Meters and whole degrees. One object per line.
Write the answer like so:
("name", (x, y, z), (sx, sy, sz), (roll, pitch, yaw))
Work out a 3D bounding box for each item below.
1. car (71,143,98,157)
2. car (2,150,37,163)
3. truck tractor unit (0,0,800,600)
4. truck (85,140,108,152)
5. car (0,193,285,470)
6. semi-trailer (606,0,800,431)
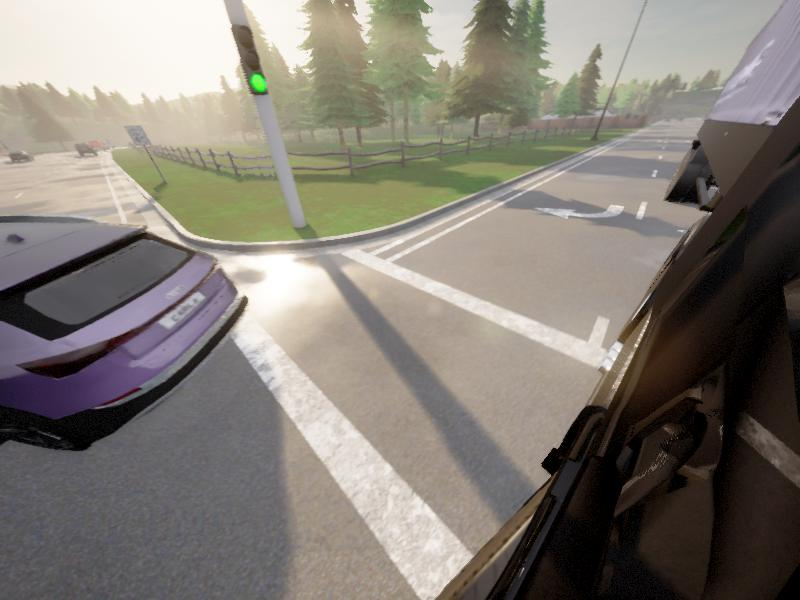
("car", (-59.850, -28.591, 43.944), (5.566, 2.045, 2.150), (28, 47, 35))
("car", (-60.391, -22.884, 36.774), (4.892, 1.490, 1.837), (28, 47, 35))
("truck tractor unit", (2.645, -0.295, 0.351), (6.516, 4.208, 3.053), (-28, 44, -30))
("truck", (-85.923, -43.770, 65.529), (2.627, 2.467, 5.204), (-28, 44, -30))
("car", (-4.264, 0.138, 2.363), (4.856, 1.649, 2.033), (0, 39, 4))
("semi-trailer", (8.303, -3.841, 4.591), (2.717, 4.402, 14.254), (29, 47, 35))
